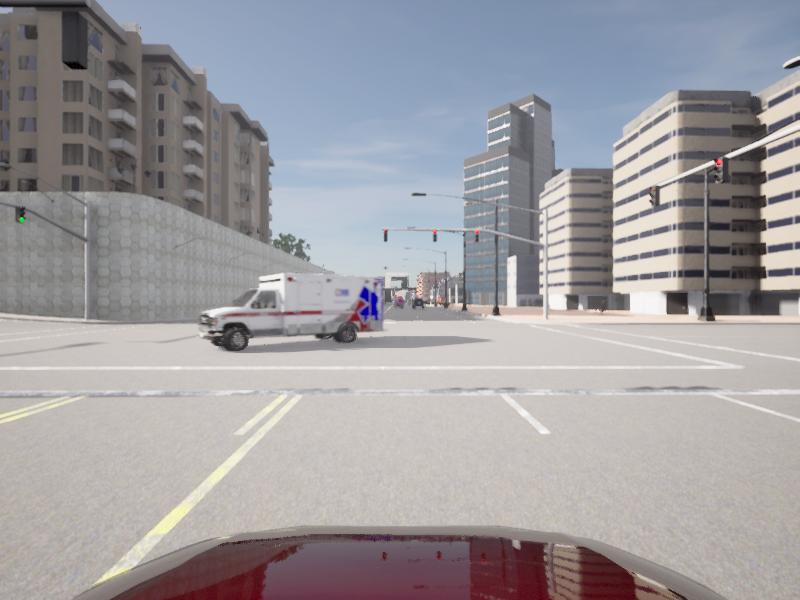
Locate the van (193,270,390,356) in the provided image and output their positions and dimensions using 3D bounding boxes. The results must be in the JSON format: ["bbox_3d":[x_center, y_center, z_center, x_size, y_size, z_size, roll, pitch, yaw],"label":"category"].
[{"bbox_3d":[-3.600,0.370,14.241,6.366,2.431,2.351,0,-1,-38],"label":"van"}]

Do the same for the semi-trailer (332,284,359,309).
[{"bbox_3d":[-10.197,-0.662,76.633,2.717,4.402,14.254,0,0,3],"label":"semi-trailer"}]
